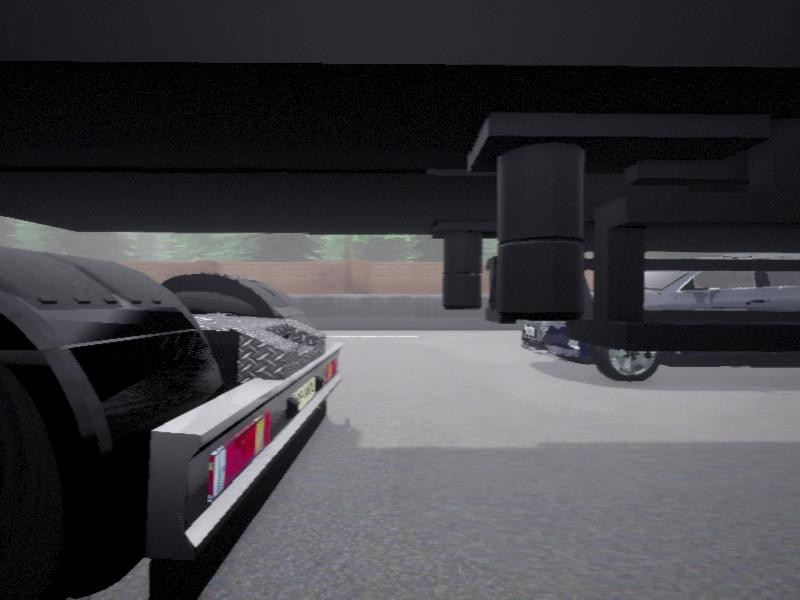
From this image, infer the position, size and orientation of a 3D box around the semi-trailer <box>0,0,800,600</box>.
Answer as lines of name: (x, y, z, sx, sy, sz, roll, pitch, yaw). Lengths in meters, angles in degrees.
semi-trailer: (4.237, -1.219, 2.230, 14.254, 4.402, 2.717, 0, 0, 0)

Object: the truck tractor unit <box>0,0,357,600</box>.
truck tractor unit: (-3.679, -1.115, 2.225, 6.516, 4.208, 3.053, 0, 0, 1)

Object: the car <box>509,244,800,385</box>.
car: (4.272, 0.178, 5.710, 4.856, 1.649, 2.033, 0, 0, 0)
